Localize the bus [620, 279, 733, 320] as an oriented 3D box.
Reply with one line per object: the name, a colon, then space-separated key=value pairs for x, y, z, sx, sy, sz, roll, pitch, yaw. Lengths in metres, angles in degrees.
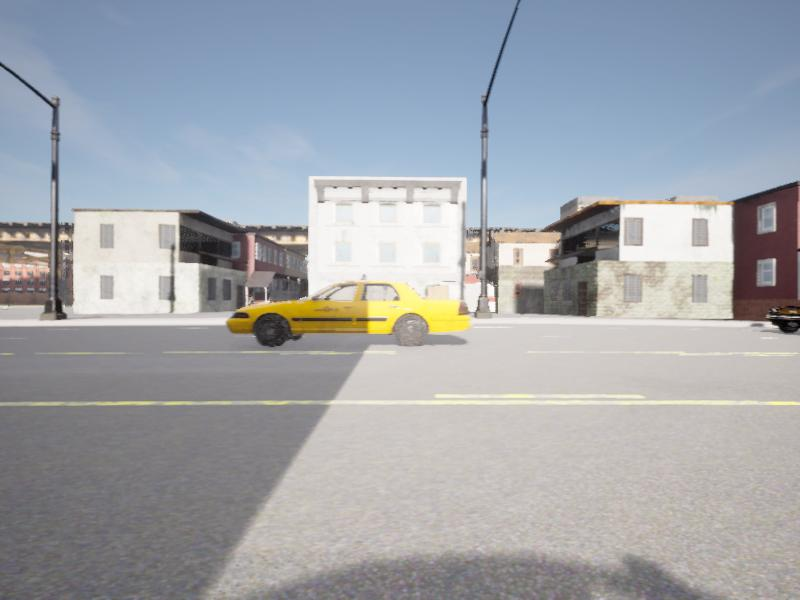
bus: x=31.733 y=-0.023 z=46.390 sx=10.273 sy=4.253 sz=3.944 roll=0 pitch=0 yaw=45

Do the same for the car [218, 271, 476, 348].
car: x=-1.099 y=0.204 z=9.200 sx=5.366 sy=1.575 sz=1.801 roll=0 pitch=0 yaw=0

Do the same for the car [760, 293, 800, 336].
car: x=14.672 y=0.500 z=12.704 sx=4.718 sy=1.301 sz=1.895 roll=1 pitch=0 yaw=0
